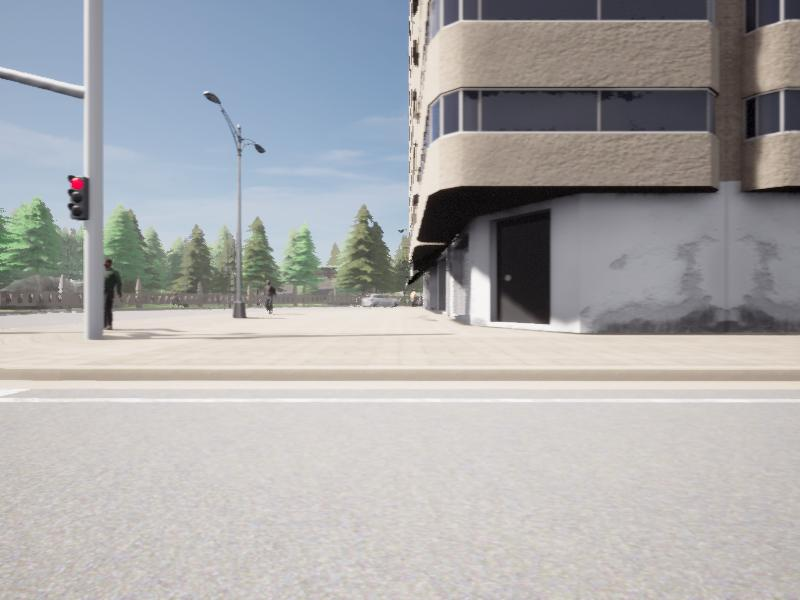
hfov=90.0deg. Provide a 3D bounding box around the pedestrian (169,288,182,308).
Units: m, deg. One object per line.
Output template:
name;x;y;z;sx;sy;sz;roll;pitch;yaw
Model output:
pedestrian;-21.803;-0.178;38.849;0.751;1.860;0.751;0;0;28

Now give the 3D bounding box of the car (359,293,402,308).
car;-2.221;0.100;47.098;4.611;1.667;2.242;0;0;-39

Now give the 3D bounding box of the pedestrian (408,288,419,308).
pedestrian;1.271;-0.170;37.392;0.751;1.860;0.751;0;0;40

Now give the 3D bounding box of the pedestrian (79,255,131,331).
pedestrian;-7.453;-0.173;10.138;0.751;1.860;0.751;0;0;5

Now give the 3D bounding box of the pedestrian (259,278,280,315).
pedestrian;-6.672;-0.173;20.438;0.751;1.860;0.751;0;0;16
